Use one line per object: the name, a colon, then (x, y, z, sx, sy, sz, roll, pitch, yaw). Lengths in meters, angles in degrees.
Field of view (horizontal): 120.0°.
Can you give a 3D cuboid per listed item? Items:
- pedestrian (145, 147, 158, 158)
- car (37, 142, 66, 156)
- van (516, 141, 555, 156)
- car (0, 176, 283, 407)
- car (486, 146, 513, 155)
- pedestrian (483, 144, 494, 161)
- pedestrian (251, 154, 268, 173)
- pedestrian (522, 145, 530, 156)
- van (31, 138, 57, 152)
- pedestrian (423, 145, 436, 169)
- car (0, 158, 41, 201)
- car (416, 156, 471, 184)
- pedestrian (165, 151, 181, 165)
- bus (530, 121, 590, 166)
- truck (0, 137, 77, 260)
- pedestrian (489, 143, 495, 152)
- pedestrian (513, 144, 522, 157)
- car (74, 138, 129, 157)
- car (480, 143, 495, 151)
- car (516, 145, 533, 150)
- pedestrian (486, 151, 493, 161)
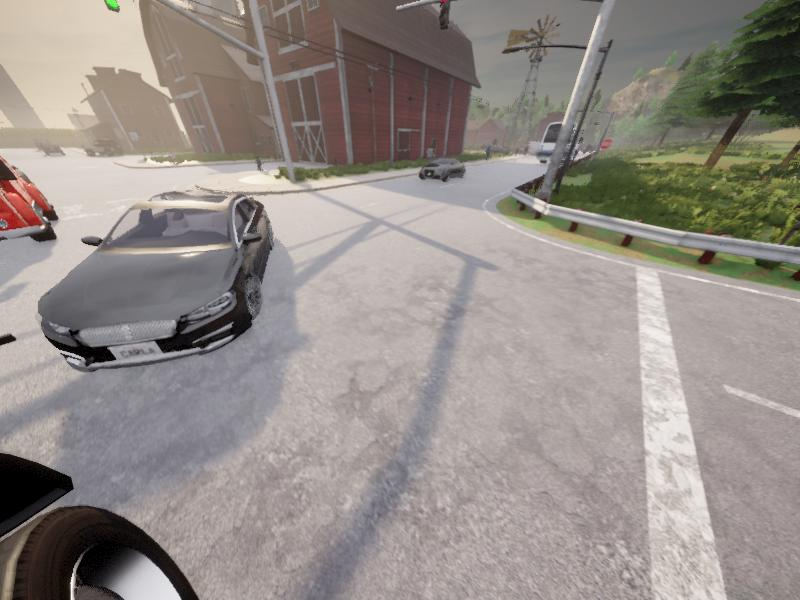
pedestrian: (-29.426, -17.497, 27.351, 0.500, 1.100, 0.500, 9, 35, 11)
car: (-51.468, -22.320, 34.109, 3.705, 1.549, 1.789, 23, 41, 29)
van: (28.824, -32.385, 49.401, 2.351, 2.431, 6.366, -25, 42, -32)
car: (-3.538, -1.007, 4.135, 2.128, 1.511, 4.902, -7, 35, -20)
car: (21.715, -32.670, 50.522, 4.792, 1.488, 2.163, 23, 41, 29)
pedestrian: (11.624, -19.324, 30.348, 0.751, 1.860, 0.751, 30, 44, 35)
pedestrian: (-9.930, -9.653, 16.356, 0.500, 1.100, 0.500, 8, 35, 11)
pedestrian: (24.637, -29.163, 45.110, 0.751, 1.860, 0.751, 19, 39, 25)
van: (-66.593, -29.058, 43.232, 4.442, 1.987, 1.775, 23, 41, 29)
pedestrian: (2.723, -13.229, 21.352, 0.751, 1.860, 0.751, 24, 41, 30)
car: (-18.628, -5.521, 10.496, 4.181, 1.385, 1.994, 23, 40, 29)
car: (3.184, -9.461, 16.641, 1.994, 1.385, 4.181, 24, 41, 30)
pedestrian: (-20.858, -13.099, 21.263, 0.500, 1.100, 0.500, -5, 35, -8)
bus: (21.338, -20.615, 30.594, 3.944, 4.253, 10.273, 24, 41, 30)
truck: (-11.102, -2.704, 5.597, 5.204, 2.467, 2.627, 23, 40, 29)
pedestrian: (23.412, -38.615, 58.527, 0.751, 1.860, 0.751, -20, 40, -27)
pedestrian: (20.025, -25.513, 39.470, 0.751, 1.860, 0.751, 27, 42, 33)
car: (-40.608, -20.836, 31.574, 3.866, 1.878, 1.905, -4, 41, -4)
car: (28.193, -49.540, 74.755, 3.866, 1.878, 1.905, -1, 35, -2)
car: (43.684, -53.588, 81.244, 4.792, 1.488, 2.163, 24, 41, 30)
pedestrian: (12.312, -19.930, 31.907, 0.500, 1.100, 0.500, -28, 44, -35)
